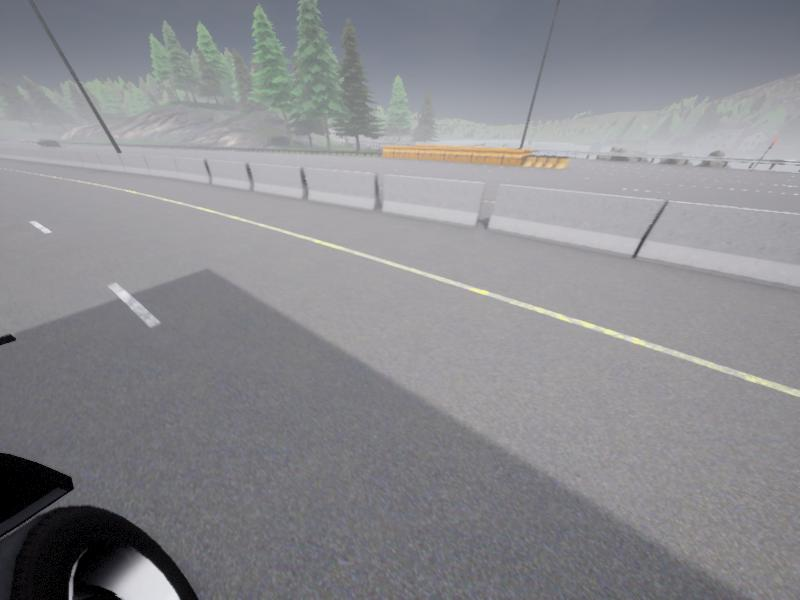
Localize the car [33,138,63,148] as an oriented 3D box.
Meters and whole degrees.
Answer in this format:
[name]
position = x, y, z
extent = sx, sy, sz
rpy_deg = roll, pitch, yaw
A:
[car]
position = -72.359, -32.266, 47.446
extent = 5.008, 1.535, 1.882
rpy_deg = 15, 38, 20
